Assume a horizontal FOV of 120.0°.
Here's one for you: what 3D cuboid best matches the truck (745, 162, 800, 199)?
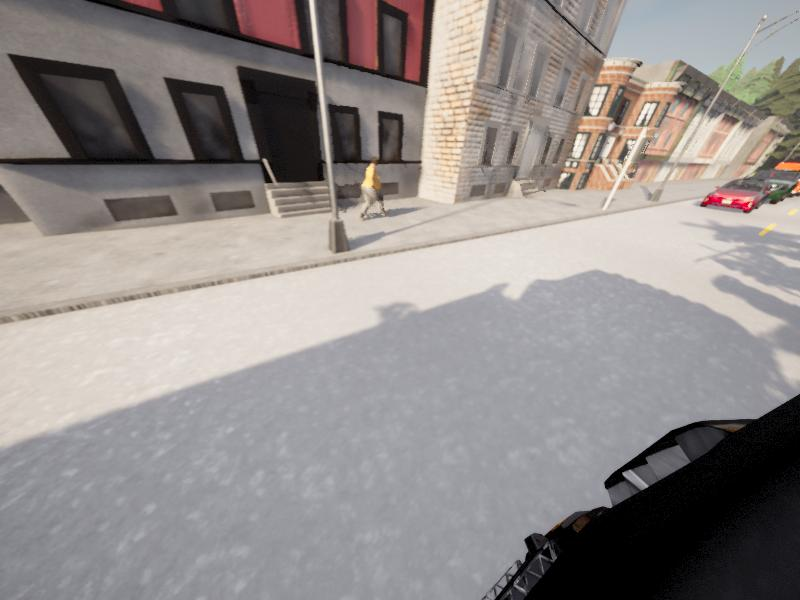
[{"bbox_3d":[34.009,-10.558,20.273,5.204,2.467,2.627,-16,38,-26],"label":"truck"}]

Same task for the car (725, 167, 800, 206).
[{"bbox_3d":[26.619,-8.301,16.683,5.566,2.045,2.150,-16,38,-26],"label":"car"}]

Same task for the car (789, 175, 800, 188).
[{"bbox_3d":[58.258,-16.818,32.885,4.792,1.488,2.163,-16,38,-26],"label":"car"}]

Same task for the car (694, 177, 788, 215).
[{"bbox_3d":[19.520,-6.067,13.237,4.514,1.525,2.007,-16,38,-26],"label":"car"}]

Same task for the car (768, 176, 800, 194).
[{"bbox_3d":[40.896,-12.015,24.066,4.718,1.301,1.895,-16,38,-26],"label":"car"}]

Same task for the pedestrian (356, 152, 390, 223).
[{"bbox_3d":[-0.839,-3.515,7.272,0.751,1.860,0.751,-15,38,-25],"label":"pedestrian"}]
